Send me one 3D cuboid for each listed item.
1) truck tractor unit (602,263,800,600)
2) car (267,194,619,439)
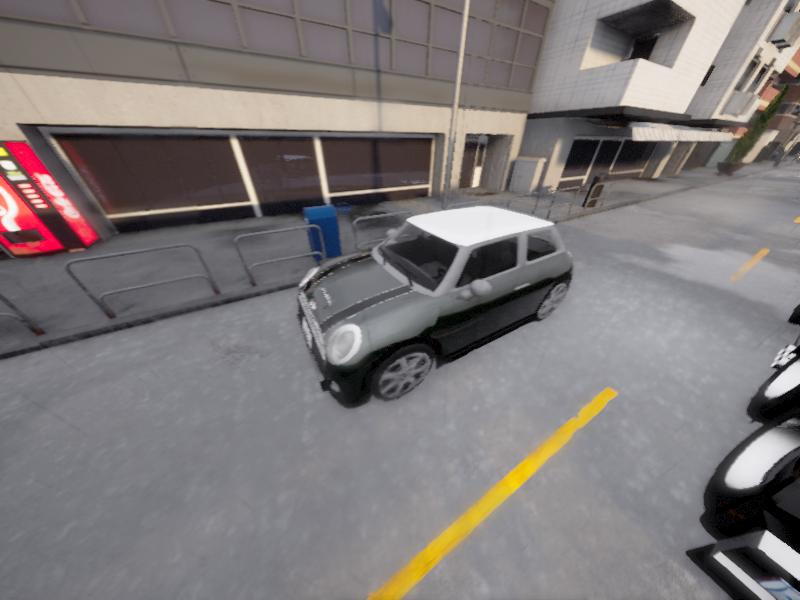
[{"bbox_3d":[5.112,-0.298,0.789,6.516,4.208,3.053,-18,39,-24],"label":"truck tractor unit"},{"bbox_3d":[0.586,-0.340,3.212,3.806,1.475,1.970,-18,39,-24],"label":"car"}]
